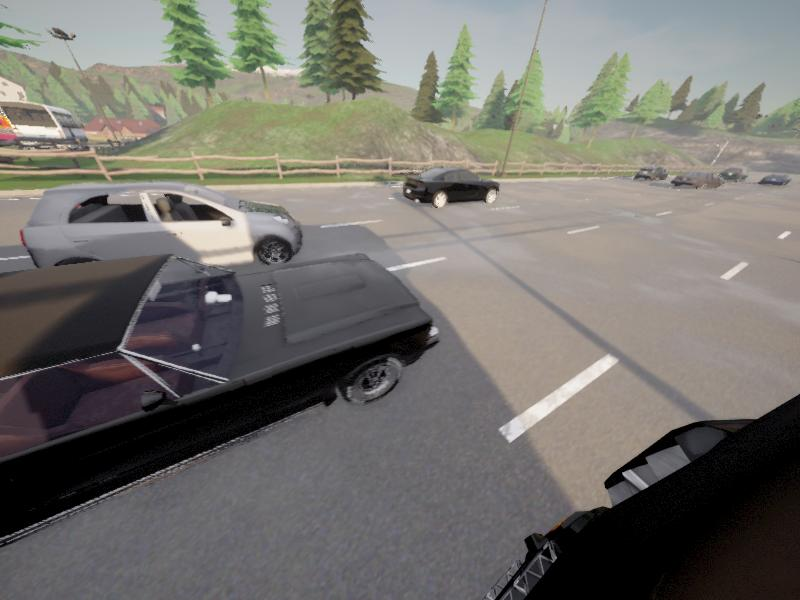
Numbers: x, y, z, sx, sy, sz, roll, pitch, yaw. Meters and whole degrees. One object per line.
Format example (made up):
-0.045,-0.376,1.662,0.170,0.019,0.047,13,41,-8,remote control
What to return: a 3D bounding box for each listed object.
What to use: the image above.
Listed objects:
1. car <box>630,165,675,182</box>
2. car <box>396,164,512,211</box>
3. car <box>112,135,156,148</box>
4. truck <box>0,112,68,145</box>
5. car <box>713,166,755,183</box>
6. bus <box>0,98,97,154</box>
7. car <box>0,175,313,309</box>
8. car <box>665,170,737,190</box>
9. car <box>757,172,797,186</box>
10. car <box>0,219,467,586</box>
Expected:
30.073,-15.092,27.520,4.514,1.525,2.007,-15,38,-25,car
2.508,-5.351,10.769,5.008,1.535,1.882,-16,38,-25,car
-48.490,-28.950,42.235,4.611,1.667,2.242,-15,38,-25,car
-60.181,-26.725,35.926,8.468,3.827,2.891,-15,38,-25,truck
46.353,-17.424,32.034,4.553,1.767,2.097,-15,38,-25,car
-39.889,-19.562,26.364,3.944,4.253,10.273,-22,41,-34,bus
-3.841,-1.395,4.349,3.633,1.501,1.845,-15,38,-25,car
28.570,-11.408,21.997,5.357,1.411,2.033,-8,35,-17,car
49.776,-15.962,30.490,4.181,1.385,1.994,-15,38,-25,car
-1.985,0.416,1.988,4.718,1.301,1.895,-15,38,-25,car
